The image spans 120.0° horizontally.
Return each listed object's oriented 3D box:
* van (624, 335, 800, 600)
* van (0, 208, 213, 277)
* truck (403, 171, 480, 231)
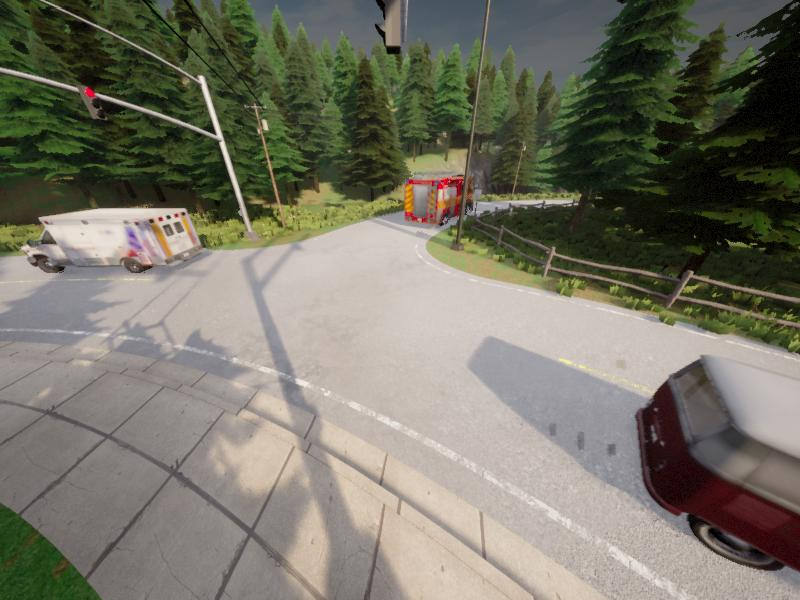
[{"bbox_3d":[5.505,2.407,2.157,4.442,1.987,1.775,21,36,32],"label":"van"},{"bbox_3d":[-13.110,-2.719,10.592,6.366,2.431,2.351,-1,30,-2],"label":"van"},{"bbox_3d":[3.842,-9.041,20.198,2.891,3.827,8.468,19,35,30],"label":"truck"}]
